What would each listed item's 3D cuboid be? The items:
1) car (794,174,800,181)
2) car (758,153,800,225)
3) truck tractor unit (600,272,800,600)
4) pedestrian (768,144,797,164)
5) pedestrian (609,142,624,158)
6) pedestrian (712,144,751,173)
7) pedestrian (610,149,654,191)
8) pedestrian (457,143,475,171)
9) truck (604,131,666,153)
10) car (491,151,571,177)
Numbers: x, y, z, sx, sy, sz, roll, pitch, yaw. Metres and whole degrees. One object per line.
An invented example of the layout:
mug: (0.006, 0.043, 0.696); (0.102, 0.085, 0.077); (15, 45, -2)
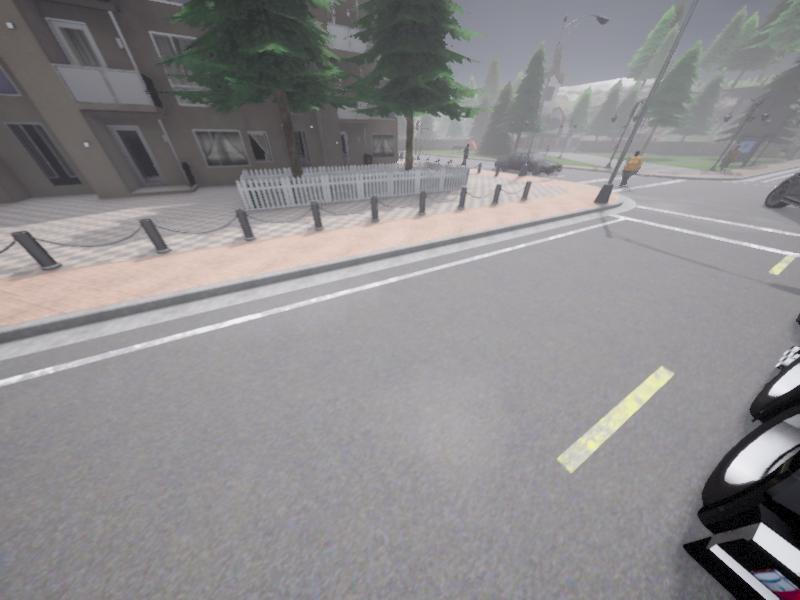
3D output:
car: (29.494, -8.970, 15.732); (3.705, 1.549, 1.789); (-17, 39, -23)
car: (14.938, -3.542, 7.381); (2.150, 2.045, 5.566); (26, 42, 32)
truck tractor unit: (5.129, -0.281, 0.762); (6.516, 4.208, 3.053); (-18, 39, -24)
pedestrian: (43.396, -16.618, 26.224); (0.751, 1.860, 0.751); (-12, 37, -18)
pedestrian: (29.250, -20.292, 31.262); (0.751, 1.860, 0.751); (20, 40, 26)
pedestrian: (25.536, -10.930, 17.841); (0.751, 1.860, 0.751); (-12, 37, -18)
pedestrian: (12.390, -6.986, 12.405); (0.751, 1.860, 0.751); (-17, 38, -23)
pedestrian: (5.268, -11.464, 18.471); (0.751, 1.860, 0.751); (-17, 38, -23)
truck: (51.740, -35.005, 51.185); (2.891, 3.827, 8.468); (-24, 42, -30)
car: (10.351, -11.206, 18.864); (2.033, 1.411, 5.357); (-17, 38, -23)
